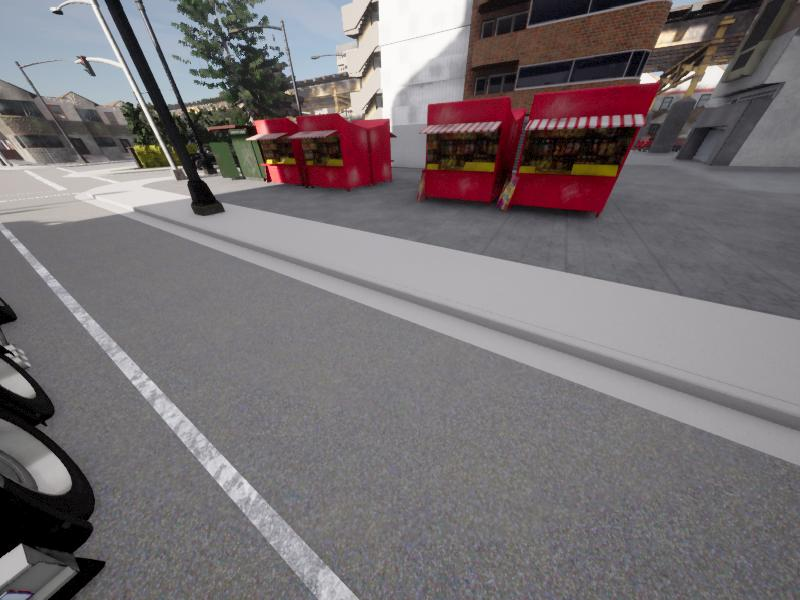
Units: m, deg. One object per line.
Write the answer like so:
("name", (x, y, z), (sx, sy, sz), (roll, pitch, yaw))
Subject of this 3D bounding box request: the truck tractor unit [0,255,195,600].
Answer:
("truck tractor unit", (-5.097, -0.314, 0.801), (6.516, 4.208, 3.053), (19, 39, 25))

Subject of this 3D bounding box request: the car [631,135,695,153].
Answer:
("car", (38.594, -23.112, 34.209), (5.566, 2.045, 2.150), (18, 39, 26))

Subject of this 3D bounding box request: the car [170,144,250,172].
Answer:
("car", (-19.120, -14.653, 23.662), (2.150, 2.045, 5.566), (18, 39, 26))
